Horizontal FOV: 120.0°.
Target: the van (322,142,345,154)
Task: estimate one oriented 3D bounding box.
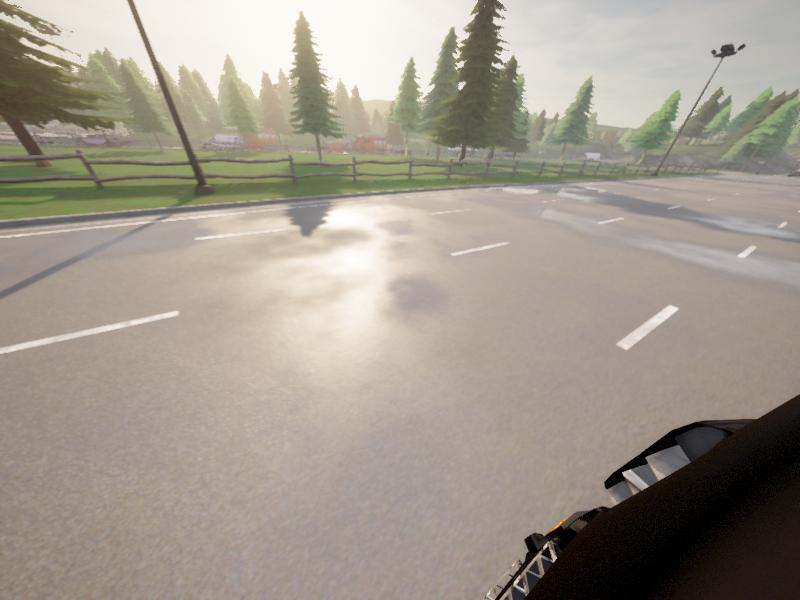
[{"bbox_3d":[-14.508,-33.358,50.664,4.442,1.987,1.775,-16,38,-26],"label":"van"}]

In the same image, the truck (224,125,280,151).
[{"bbox_3d":[-29.248,-32.156,46.112,8.468,3.827,2.891,-16,38,-26],"label":"truck"}]

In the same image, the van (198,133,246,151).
[{"bbox_3d":[-31.931,-28.566,41.821,6.366,2.431,2.351,-16,38,-26],"label":"van"}]

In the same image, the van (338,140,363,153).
[{"bbox_3d":[-13.026,-40.778,61.288,5.915,2.561,1.988,-16,38,-26],"label":"van"}]

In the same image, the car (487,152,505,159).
[{"bbox_3d":[30.537,-45.949,73.393,5.027,1.651,2.152,-16,38,-26],"label":"car"}]

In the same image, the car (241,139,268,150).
[{"bbox_3d":[-30.967,-33.083,49.184,4.553,1.767,2.097,-16,38,-26],"label":"car"}]

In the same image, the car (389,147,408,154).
[{"bbox_3d":[-0.383,-41.707,64.563,5.008,1.535,1.882,-16,38,-26],"label":"car"}]

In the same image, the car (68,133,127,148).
[{"bbox_3d":[-45.720,-24.301,35.150,4.856,1.649,2.033,-16,38,-26],"label":"car"}]

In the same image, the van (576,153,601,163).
[{"bbox_3d":[62.942,-47.573,77.144,5.915,2.561,1.988,26,40,30],"label":"van"}]

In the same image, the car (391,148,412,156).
[{"bbox_3d":[0.343,-37.399,58.236,4.892,1.490,1.837,-16,38,-26],"label":"car"}]

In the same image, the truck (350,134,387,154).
[{"bbox_3d":[-7.616,-38.333,56.935,8.468,3.827,2.891,-16,38,-26],"label":"truck"}]

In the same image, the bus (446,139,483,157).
[{"bbox_3d":[19.702,-46.224,70.361,10.273,4.253,3.944,-16,38,-26],"label":"bus"}]

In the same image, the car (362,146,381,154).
[{"bbox_3d":[-7.432,-39.661,61.059,4.514,1.525,2.007,-16,38,-26],"label":"car"}]

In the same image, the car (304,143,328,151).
[{"bbox_3d":[-20.912,-38.120,57.624,4.974,1.542,2.038,-16,38,-26],"label":"car"}]
